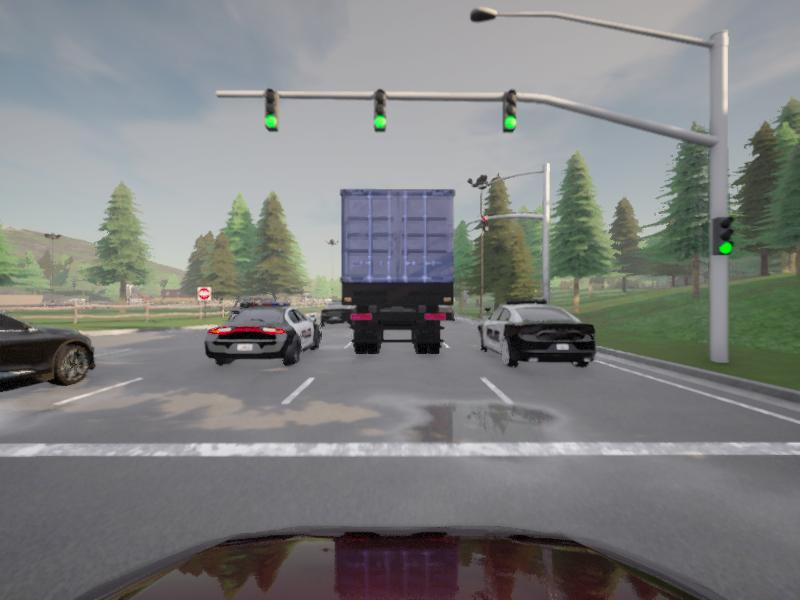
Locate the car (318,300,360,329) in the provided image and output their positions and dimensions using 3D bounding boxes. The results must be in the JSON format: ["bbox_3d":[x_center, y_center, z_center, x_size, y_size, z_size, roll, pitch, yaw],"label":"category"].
[{"bbox_3d":[-3.705,0.821,25.256,1.930,1.638,5.238,0,0,-1],"label":"car"}]

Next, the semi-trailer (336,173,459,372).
[{"bbox_3d":[-0.120,-0.586,15.948,2.717,4.402,14.254,0,0,-1],"label":"semi-trailer"}]

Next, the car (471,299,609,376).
[{"bbox_3d":[3.422,0.793,11.061,1.930,1.638,5.238,0,0,-1],"label":"car"}]

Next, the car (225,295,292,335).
[{"bbox_3d":[-7.163,0.694,20.790,1.932,1.855,4.605,0,0,-1],"label":"car"}]

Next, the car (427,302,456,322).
[{"bbox_3d":[3.233,0.933,32.198,1.812,1.442,4.674,0,0,0],"label":"car"}]

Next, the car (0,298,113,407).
[{"bbox_3d":[-7.034,0.791,5.978,2.033,1.649,4.856,0,0,-1],"label":"car"}]

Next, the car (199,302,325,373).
[{"bbox_3d":[-3.577,0.855,11.527,2.038,1.542,4.974,0,0,-1],"label":"car"}]

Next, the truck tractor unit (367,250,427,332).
[{"bbox_3d":[-0.191,-0.476,23.862,3.053,4.208,6.516,0,0,0],"label":"truck tractor unit"}]
